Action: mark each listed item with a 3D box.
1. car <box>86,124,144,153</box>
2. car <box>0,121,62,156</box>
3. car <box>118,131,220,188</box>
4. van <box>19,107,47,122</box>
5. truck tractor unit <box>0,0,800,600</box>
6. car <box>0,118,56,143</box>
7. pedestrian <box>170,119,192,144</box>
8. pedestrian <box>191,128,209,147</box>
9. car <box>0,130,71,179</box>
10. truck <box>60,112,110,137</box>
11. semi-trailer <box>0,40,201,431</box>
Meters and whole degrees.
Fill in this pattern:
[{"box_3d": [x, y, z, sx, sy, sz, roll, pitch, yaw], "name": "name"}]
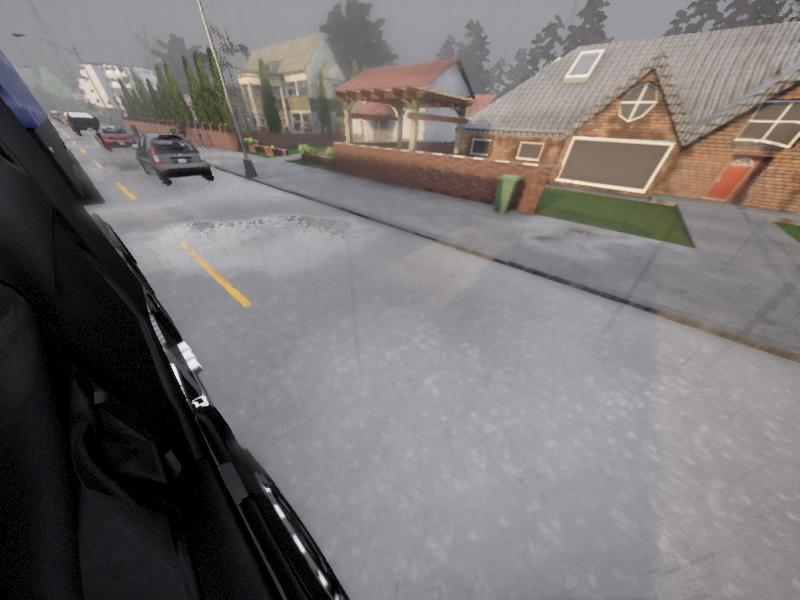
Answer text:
[{"box_3d": [-21.093, -11.993, 17.093, 4.193, 1.474, 1.816, 28, 43, 30], "name": "car"}, {"box_3d": [-23.361, -10.114, 14.388, 4.514, 1.525, 2.007, 28, 44, 30], "name": "car"}, {"box_3d": [-9.844, -6.111, 9.851, 3.988, 1.617, 1.851, 28, 43, 30], "name": "car"}, {"box_3d": [-83.282, -42.107, 52.496, 6.366, 2.431, 2.351, 28, 43, 30], "name": "van"}, {"box_3d": [-2.645, -0.295, 0.351, 6.516, 4.208, 3.053, 28, 44, 30], "name": "truck tractor unit"}, {"box_3d": [-31.549, -14.440, 19.638, 4.514, 1.525, 2.007, 28, 44, 30], "name": "car"}, {"box_3d": [-20.570, -15.841, 21.736, 0.751, 1.860, 0.751, 28, 43, 30], "name": "pedestrian"}, {"box_3d": [-17.498, -14.208, 20.221, 0.751, 1.300, 0.751, -24, 44, -31], "name": "pedestrian"}, {"box_3d": [-16.479, -6.426, 10.039, 4.181, 1.385, 1.994, 29, 44, 30], "name": "car"}, {"box_3d": [-37.071, -20.685, 27.151, 6.274, 2.098, 2.390, 28, 43, 30], "name": "truck"}, {"box_3d": [-8.678, -3.620, 4.247, 14.254, 4.402, 2.717, 28, 44, 30], "name": "semi-trailer"}]
